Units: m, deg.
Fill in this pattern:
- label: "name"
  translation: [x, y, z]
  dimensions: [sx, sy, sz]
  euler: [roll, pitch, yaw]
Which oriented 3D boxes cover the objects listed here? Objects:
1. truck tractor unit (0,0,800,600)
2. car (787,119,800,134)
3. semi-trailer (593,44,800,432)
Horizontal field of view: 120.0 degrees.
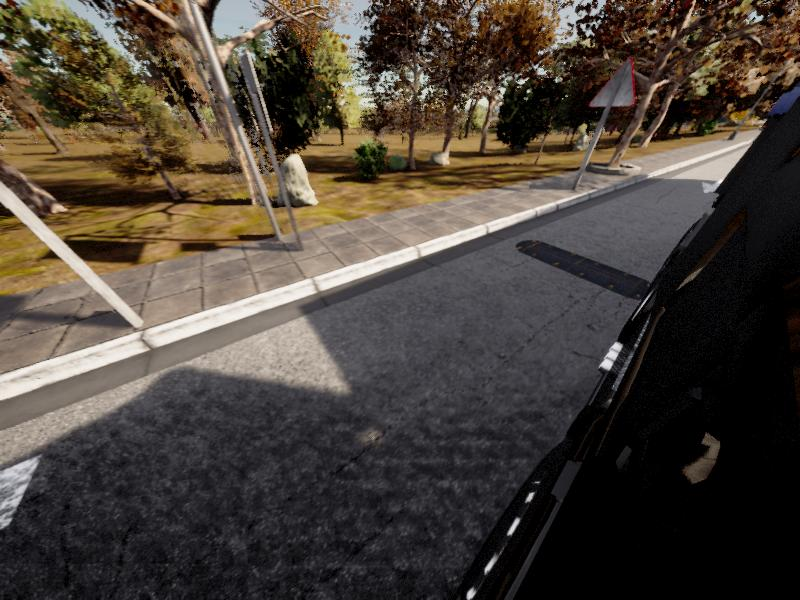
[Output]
- label: "truck tractor unit"
  translation: [2.645, -0.295, 0.351]
  dimensions: [6.516, 4.208, 3.053]
  euler: [-28, 43, -30]
- label: "car"
  translation: [50.216, -21.419, 28.462]
  dimensions: [4.181, 1.385, 1.994]
  euler: [-24, 44, -26]
- label: "semi-trailer"
  translation: [8.941, -3.366, 4.067]
  dimensions: [14.254, 4.402, 2.717]
  euler: [-25, 45, -28]
